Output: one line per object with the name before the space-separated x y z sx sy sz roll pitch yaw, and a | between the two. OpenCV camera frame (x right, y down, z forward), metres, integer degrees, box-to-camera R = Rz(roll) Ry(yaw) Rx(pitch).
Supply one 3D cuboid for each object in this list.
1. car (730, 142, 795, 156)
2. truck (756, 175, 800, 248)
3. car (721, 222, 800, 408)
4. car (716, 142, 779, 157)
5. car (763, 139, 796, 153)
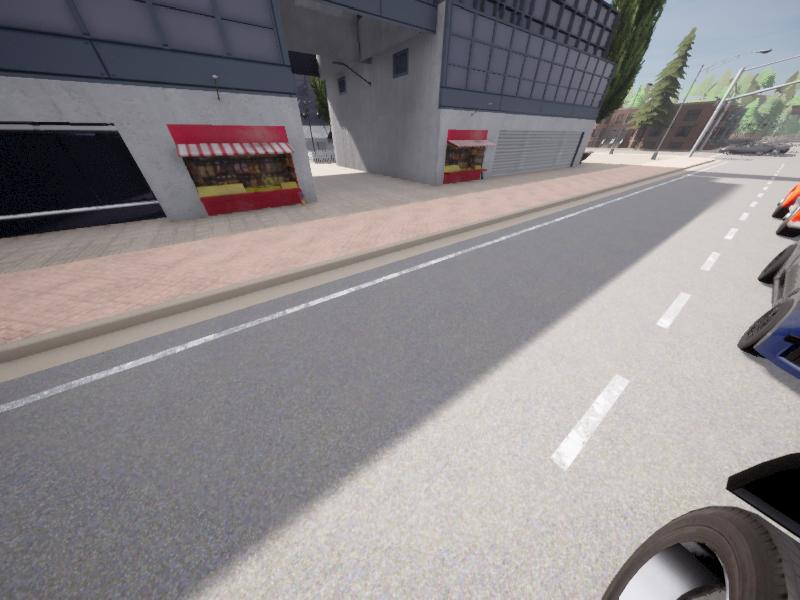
car | 51.104 -21.421 32.691 2.163 1.488 4.792 -22 41 -28
truck | 12.236 -2.830 5.705 5.204 2.467 2.627 -22 41 -28
car | 6.270 -0.084 2.554 4.611 1.667 2.242 -22 41 -28
car | 47.602 -20.748 31.779 2.007 1.525 4.514 -22 41 -28
car | 61.968 -25.203 37.714 4.553 1.767 2.097 -22 41 -28
